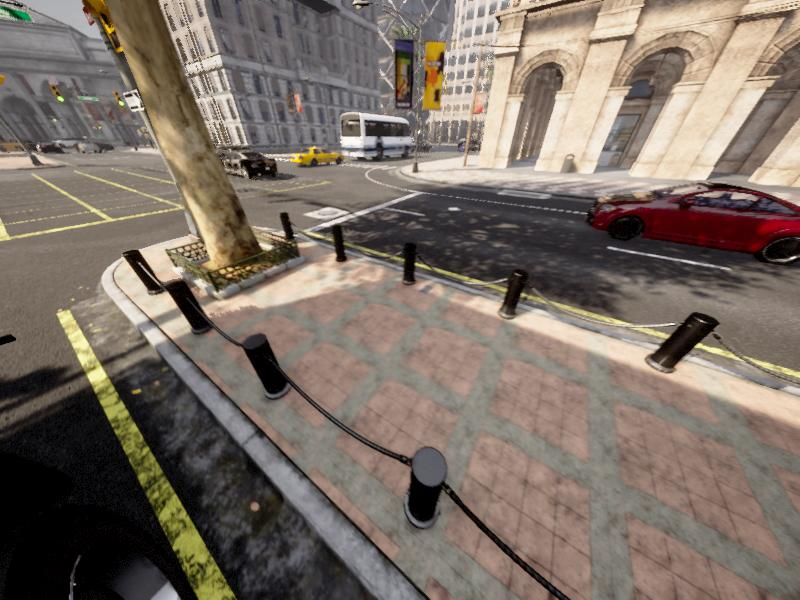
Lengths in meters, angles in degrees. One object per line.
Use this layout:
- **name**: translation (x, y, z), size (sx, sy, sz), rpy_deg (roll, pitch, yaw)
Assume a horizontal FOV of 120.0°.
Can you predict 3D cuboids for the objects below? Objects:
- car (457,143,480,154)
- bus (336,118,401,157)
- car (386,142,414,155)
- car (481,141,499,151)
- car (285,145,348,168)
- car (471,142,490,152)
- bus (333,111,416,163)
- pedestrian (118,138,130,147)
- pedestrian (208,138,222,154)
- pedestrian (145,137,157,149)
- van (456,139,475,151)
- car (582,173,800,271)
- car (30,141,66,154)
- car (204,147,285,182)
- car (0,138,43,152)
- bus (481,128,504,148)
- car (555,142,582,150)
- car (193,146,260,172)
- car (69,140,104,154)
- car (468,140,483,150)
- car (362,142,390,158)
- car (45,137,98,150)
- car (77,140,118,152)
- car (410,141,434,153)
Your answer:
- **car**: translation (12.370, -27.361, 41.538), size (2.163, 1.488, 4.792), rpy_deg (21, 40, 27)
- **bus**: translation (-4.307, -24.833, 35.413), size (3.944, 4.253, 10.273), rpy_deg (21, 40, 26)
- **car**: translation (0.127, -24.127, 36.686), size (2.242, 1.667, 4.611), rpy_deg (21, 40, 26)
- **car**: translation (19.891, -33.956, 50.832), size (2.152, 1.651, 5.027), rpy_deg (21, 40, 27)
- **car**: translation (-7.641, -13.650, 21.840), size (1.801, 1.575, 5.366), rpy_deg (23, 41, 29)
- **car**: translation (16.071, -30.582, 46.098), size (2.007, 1.525, 4.514), rpy_deg (21, 40, 27)
- **bus**: translation (-2.461, -19.318, 27.603), size (3.944, 4.253, 10.273), rpy_deg (21, 40, 26)
- **pedestrian**: translation (-63.297, -36.132, 52.992), size (0.751, 1.860, 0.751), rpy_deg (12, 37, 16)
- **pedestrian**: translation (-25.661, -21.341, 32.053), size (0.751, 1.860, 0.751), rpy_deg (17, 39, 22)
- **pedestrian**: translation (-46.334, -29.157, 42.972), size (0.751, 1.860, 0.751), rpy_deg (22, 41, 28)
- **van**: translation (13.580, -32.285, 48.047), size (2.069, 2.038, 4.480), rpy_deg (21, 40, 27)
- **car**: translation (7.480, -2.227, 5.941), size (4.181, 1.385, 1.994), rpy_deg (21, 40, 27)
- **car**: translation (-52.993, -22.985, 34.737), size (4.974, 1.542, 2.038), rpy_deg (21, 40, 26)
- **car**: translation (-10.380, -9.162, 15.397), size (5.238, 1.638, 1.930), rpy_deg (21, 40, 27)
- **car**: translation (-62.415, -25.211, 37.536), size (4.605, 1.855, 1.932), rpy_deg (0, 35, 0)
- **bus**: translation (25.139, -44.403, 63.405), size (3.944, 4.253, 10.273), rpy_deg (7, 36, 9)
- **car**: translation (41.635, -38.023, 57.025), size (5.027, 1.651, 2.152), rpy_deg (21, 40, 27)
- **car**: translation (-13.989, -11.599, 18.903), size (1.789, 1.549, 3.705), rpy_deg (21, 40, 26)
- **car**: translation (-48.688, -23.815, 35.888), size (5.027, 1.651, 2.152), rpy_deg (22, 41, 27)
- **car**: translation (17.121, -35.294, 52.474), size (1.905, 1.878, 3.866), rpy_deg (21, 40, 27)
- **car**: translation (-3.282, -21.095, 32.412), size (1.851, 1.617, 3.988), rpy_deg (21, 40, 26)
- **car**: translation (-65.529, -31.427, 46.186), size (2.150, 2.045, 5.566), rpy_deg (21, 40, 27)
- **car**: translation (-54.980, -28.220, 42.160), size (2.242, 1.667, 4.611), rpy_deg (-11, 37, -15)
- **car**: translation (4.038, -27.518, 41.554), size (1.930, 1.638, 5.238), rpy_deg (21, 40, 27)
